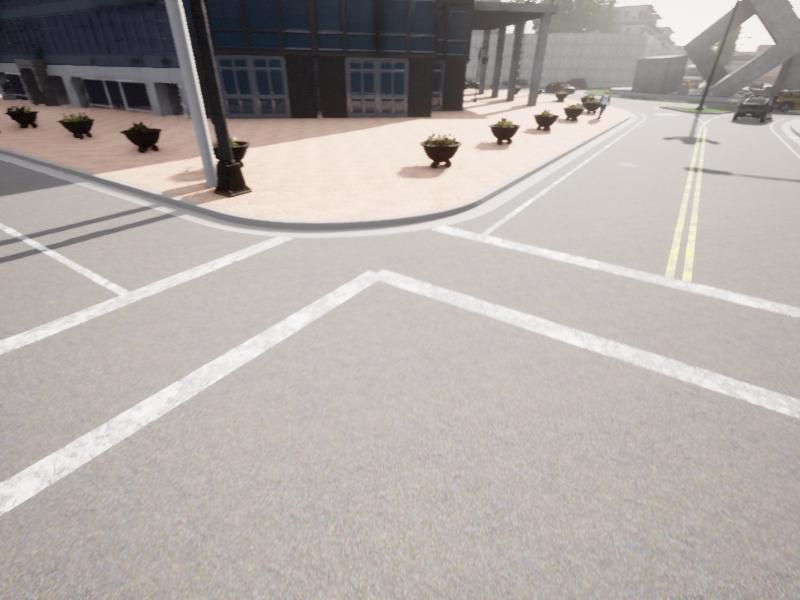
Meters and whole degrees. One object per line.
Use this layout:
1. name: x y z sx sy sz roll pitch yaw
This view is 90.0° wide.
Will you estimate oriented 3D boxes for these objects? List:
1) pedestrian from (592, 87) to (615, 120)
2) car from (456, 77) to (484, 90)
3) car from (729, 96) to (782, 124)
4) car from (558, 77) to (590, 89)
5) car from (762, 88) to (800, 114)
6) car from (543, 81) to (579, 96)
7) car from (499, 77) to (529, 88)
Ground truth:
1. pedestrian: 13.287 -12.814 26.138 0.751 1.860 0.751 19 35 28
2. car: 11.282 -35.141 64.920 3.988 1.617 1.851 25 38 35
3. car: 25.834 -13.864 29.028 4.892 1.490 1.837 -26 40 -38
4. car: 31.612 -39.552 72.836 4.553 1.767 2.097 4 30 5
5. car: 34.987 -17.236 34.699 4.605 1.855 1.932 12 33 19
6. car: 22.635 -29.878 56.462 2.152 1.651 5.027 -6 31 -11
7. car: 21.450 -40.935 75.330 5.027 1.651 2.152 13 33 20
